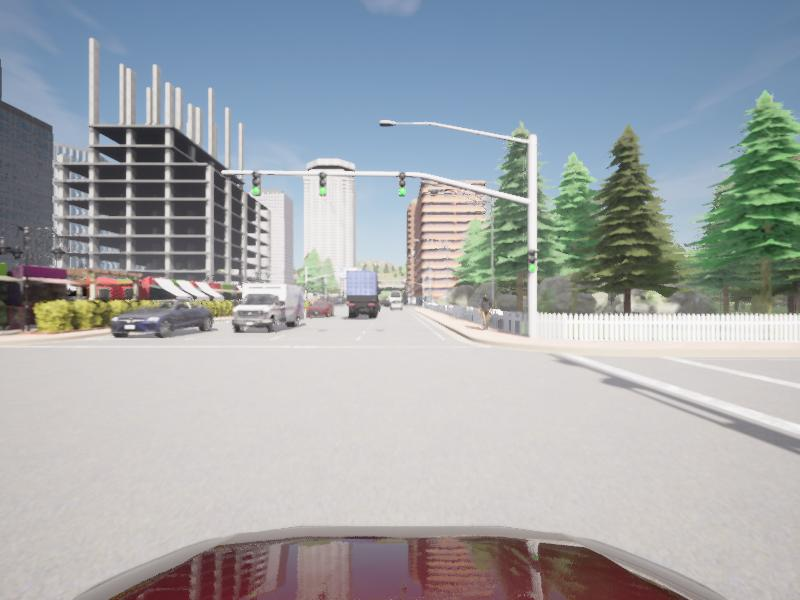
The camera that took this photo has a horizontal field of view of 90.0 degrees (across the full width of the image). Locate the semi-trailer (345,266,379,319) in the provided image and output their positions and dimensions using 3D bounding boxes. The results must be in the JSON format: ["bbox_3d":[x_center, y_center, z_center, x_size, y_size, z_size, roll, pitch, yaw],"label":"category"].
[{"bbox_3d":[-3.523,-0.594,40.318,2.717,4.402,14.254,0,0,-2],"label":"semi-trailer"}]

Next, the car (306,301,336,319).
[{"bbox_3d":[-7.235,0.844,37.008,1.882,1.535,5.008,0,0,-1],"label":"car"}]

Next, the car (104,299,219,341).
[{"bbox_3d":[-10.707,0.790,18.544,2.152,1.651,5.027,0,0,3],"label":"car"}]

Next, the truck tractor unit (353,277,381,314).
[{"bbox_3d":[-3.826,-0.492,48.226,3.053,4.208,6.516,0,0,-2],"label":"truck tractor unit"}]

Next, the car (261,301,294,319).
[{"bbox_3d":[-10.715,0.847,35.370,1.845,1.501,3.633,0,0,-1],"label":"car"}]

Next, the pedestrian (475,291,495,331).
[{"bbox_3d":[3.976,0.499,18.721,0.751,1.860,0.751,0,0,-1],"label":"pedestrian"}]

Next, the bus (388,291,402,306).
[{"bbox_3d":[-1.408,-0.468,117.738,3.944,4.253,10.273,0,0,-1],"label":"bus"}]

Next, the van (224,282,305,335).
[{"bbox_3d":[-7.039,0.390,21.772,2.351,2.431,6.366,0,0,-1],"label":"van"}]
